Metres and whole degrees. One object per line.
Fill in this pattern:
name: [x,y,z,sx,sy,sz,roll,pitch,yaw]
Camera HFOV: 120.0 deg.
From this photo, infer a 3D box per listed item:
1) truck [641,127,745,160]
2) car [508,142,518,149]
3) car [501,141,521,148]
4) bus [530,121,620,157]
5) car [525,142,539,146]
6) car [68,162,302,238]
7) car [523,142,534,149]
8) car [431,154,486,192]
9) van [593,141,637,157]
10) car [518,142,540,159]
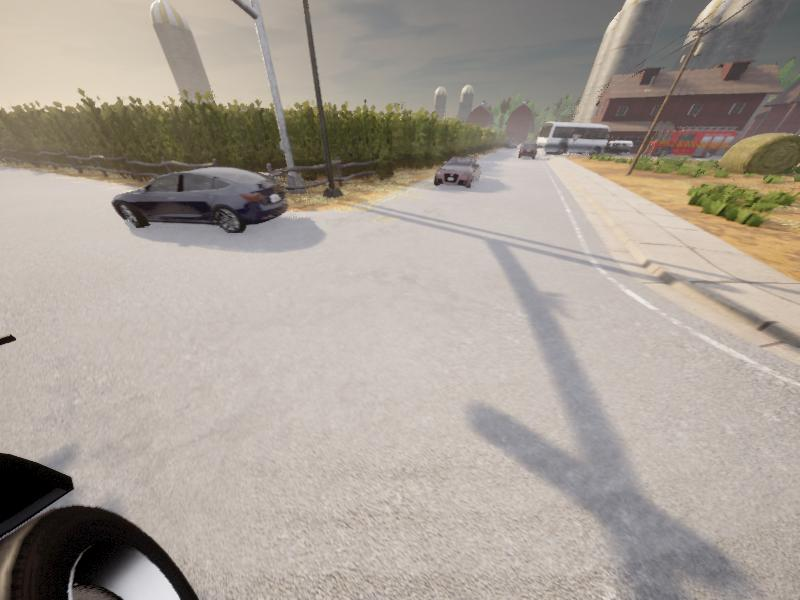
truck: [43.274,-23.606,34.702,8.468,3.827,2.891,15,38,19]
car: [28.822,-39.374,58.814,2.038,1.542,4.974,14,37,18]
car: [30.832,-43.326,64.359,2.033,1.649,4.856,-9,36,-13]
bus: [27.494,-25.570,36.832,10.273,4.253,3.944,-1,36,-4]
car: [48.169,-56.883,84.124,4.718,1.301,1.895,-16,39,-22]
car: [-5.894,-3.095,6.906,4.792,1.488,2.163,5,36,6]
car: [32.882,-39.632,59.277,1.837,1.490,4.892,13,37,16]
car: [3.486,-7.455,13.335,1.994,1.385,4.181,16,38,20]
van: [35.253,-24.964,38.033,4.480,2.038,2.069,15,38,19]
car: [17.828,-20.750,32.033,2.097,1.767,4.553,15,38,19]
